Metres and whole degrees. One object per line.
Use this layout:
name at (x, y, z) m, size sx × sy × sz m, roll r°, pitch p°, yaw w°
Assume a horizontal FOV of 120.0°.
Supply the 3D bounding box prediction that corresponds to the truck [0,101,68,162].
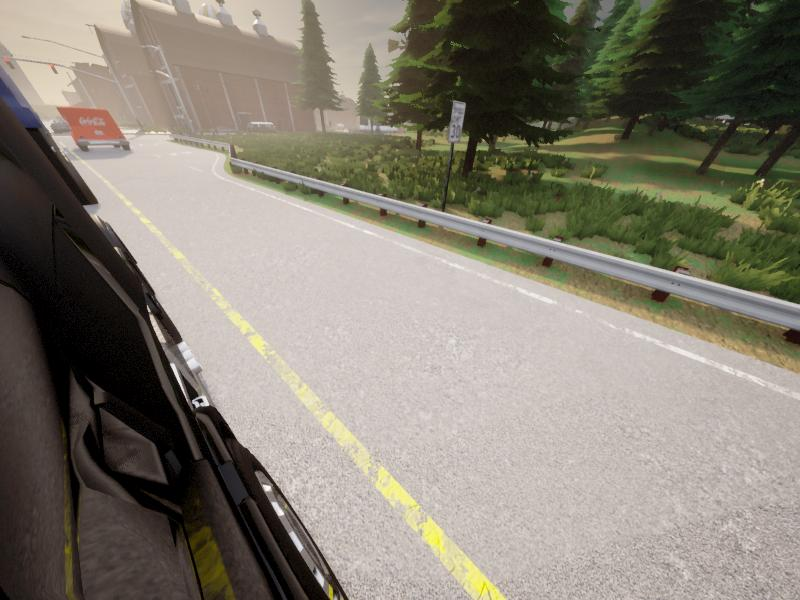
truck at (-21.924, -9.538, 12.956) m, size 5.204 × 2.467 × 2.627 m, roll 27°, pitch 43°, yaw 28°

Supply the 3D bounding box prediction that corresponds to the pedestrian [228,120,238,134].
pedestrian at (-28.850, -29.834, 39.924) m, size 0.751 × 1.860 × 0.751 m, roll 27°, pitch 43°, yaw 28°

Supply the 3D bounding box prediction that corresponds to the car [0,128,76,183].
car at (-16.059, -6.229, 9.721) m, size 4.902 × 1.511 × 2.128 m, roll 27°, pitch 43°, yaw 29°

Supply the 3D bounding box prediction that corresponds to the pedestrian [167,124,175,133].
pedestrian at (-34.572, -25.858, 34.885) m, size 0.500 × 1.100 × 0.500 m, roll -27°, pitch 46°, yaw -34°

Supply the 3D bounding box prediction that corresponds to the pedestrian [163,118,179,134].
pedestrian at (-34.071, -25.908, 34.350) m, size 0.751 × 1.860 × 0.751 m, roll 19°, pitch 40°, yaw 21°

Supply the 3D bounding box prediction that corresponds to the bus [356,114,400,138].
bus at (-4.816, -40.445, 53.909) m, size 3.944 × 4.253 × 10.273 m, roll 28°, pitch 43°, yaw 29°

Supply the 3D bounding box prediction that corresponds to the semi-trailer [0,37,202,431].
semi-trailer at (-8.744, -3.574, 4.182) m, size 14.254 × 4.402 × 2.717 m, roll 28°, pitch 43°, yaw 29°

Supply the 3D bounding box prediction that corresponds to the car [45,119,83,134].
car at (-41.782, -21.637, 28.821) m, size 1.994 × 1.385 × 4.181 m, roll -28°, pitch 47°, yaw -35°

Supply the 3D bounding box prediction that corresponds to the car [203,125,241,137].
car at (-27.755, -26.433, 36.152) m, size 1.994 × 1.385 × 4.181 m, roll 27°, pitch 43°, yaw 29°

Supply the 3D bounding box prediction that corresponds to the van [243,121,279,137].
van at (-23.825, -29.449, 39.867) m, size 2.069 × 2.038 × 4.480 m, roll 28°, pitch 43°, yaw 29°

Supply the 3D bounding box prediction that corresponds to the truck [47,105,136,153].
truck at (-22.290, -12.385, 16.747) m, size 5.204 × 2.467 × 2.627 m, roll 27°, pitch 43°, yaw 29°

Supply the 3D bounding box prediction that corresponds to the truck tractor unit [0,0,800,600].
truck tractor unit at (-2.645, -0.295, 0.351) m, size 6.516 × 4.208 × 3.053 m, roll 28°, pitch 44°, yaw 30°

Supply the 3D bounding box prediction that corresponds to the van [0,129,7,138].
van at (-39.548, -15.231, 19.451) m, size 1.988 × 2.561 × 5.915 m, roll 29°, pitch 45°, yaw 31°

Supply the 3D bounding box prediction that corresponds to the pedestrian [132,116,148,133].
pedestrian at (-36.492, -24.564, 32.398) m, size 0.751 × 1.860 × 0.751 m, roll 31°, pitch 45°, yaw 32°
